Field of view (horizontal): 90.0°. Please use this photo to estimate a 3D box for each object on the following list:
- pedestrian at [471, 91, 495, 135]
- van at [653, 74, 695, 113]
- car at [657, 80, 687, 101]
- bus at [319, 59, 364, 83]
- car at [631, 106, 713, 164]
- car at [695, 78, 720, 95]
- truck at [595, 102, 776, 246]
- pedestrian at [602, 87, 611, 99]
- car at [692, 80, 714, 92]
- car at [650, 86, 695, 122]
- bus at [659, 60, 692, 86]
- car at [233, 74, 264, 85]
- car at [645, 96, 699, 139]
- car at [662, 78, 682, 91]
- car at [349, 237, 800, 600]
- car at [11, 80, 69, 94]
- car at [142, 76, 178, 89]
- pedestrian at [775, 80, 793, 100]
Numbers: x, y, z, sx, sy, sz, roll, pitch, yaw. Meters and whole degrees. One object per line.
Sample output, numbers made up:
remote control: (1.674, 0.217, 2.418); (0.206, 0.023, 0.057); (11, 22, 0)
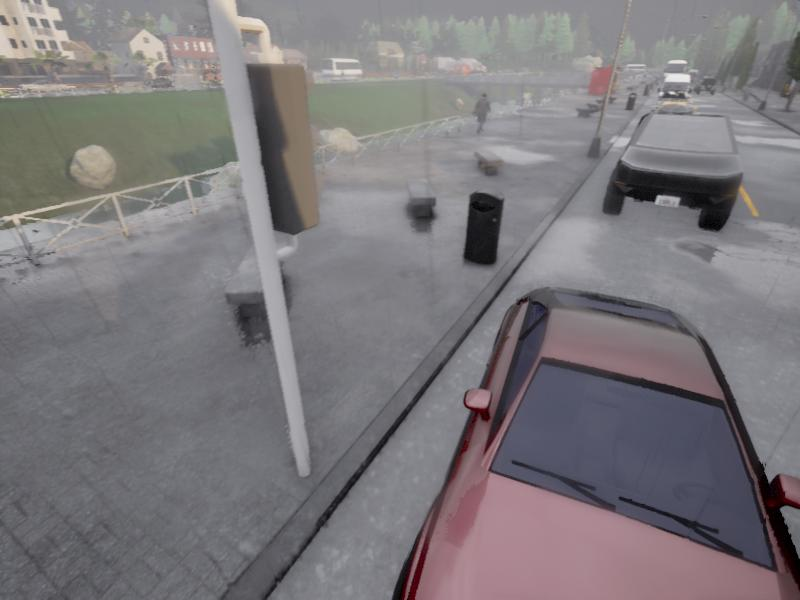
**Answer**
pedestrian: (4.079, -9.258, 19.799); (0.751, 1.860, 0.751); (17, 34, 26)
van: (22.470, -17.071, 32.891); (1.988, 2.561, 5.915); (17, 34, 26)
car: (29.203, -22.500, 42.975); (2.097, 1.767, 4.553); (17, 34, 26)
bus: (-12.387, -49.612, 86.453); (3.944, 4.253, 10.273); (17, 34, 26)
car: (11.110, -6.919, 16.443); (2.128, 1.511, 4.902); (17, 34, 26)
car: (40.438, -28.147, 52.663); (1.905, 1.878, 3.866); (17, 34, 26)
truck: (6.986, -3.647, 10.228); (2.390, 2.098, 6.274); (17, 34, 26)
pedestrian: (22.187, -22.252, 42.913); (0.500, 1.100, 0.500); (5, 31, 8)
car: (44.842, -31.706, 59.264); (1.970, 1.475, 3.806); (17, 34, 26)
car: (18.653, -13.521, 27.439); (1.932, 1.855, 4.605); (17, 34, 26)
bus: (54.221, -44.817, 78.926); (3.944, 4.253, 10.273); (17, 34, 26)
car: (-27.184, -39.718, 71.983); (2.033, 1.649, 4.856); (17, 34, 26)
car: (14.656, -9.977, 21.637); (1.801, 1.575, 5.366); (17, 34, 26)
car: (41.452, -32.905, 61.026); (2.033, 1.649, 4.856); (17, 34, 26)
car: (1.481, 1.018, 2.951); (1.994, 1.385, 4.181); (13, 32, 20)
car: (-43.363, -25.753, 48.301); (1.895, 1.301, 4.718); (17, 34, 26)
car: (-35.674, -32.397, 59.554); (1.970, 1.475, 3.806); (17, 34, 26)
pedestrian: (40.664, -22.248, 42.367); (0.751, 1.860, 0.751); (26, 39, 37)
